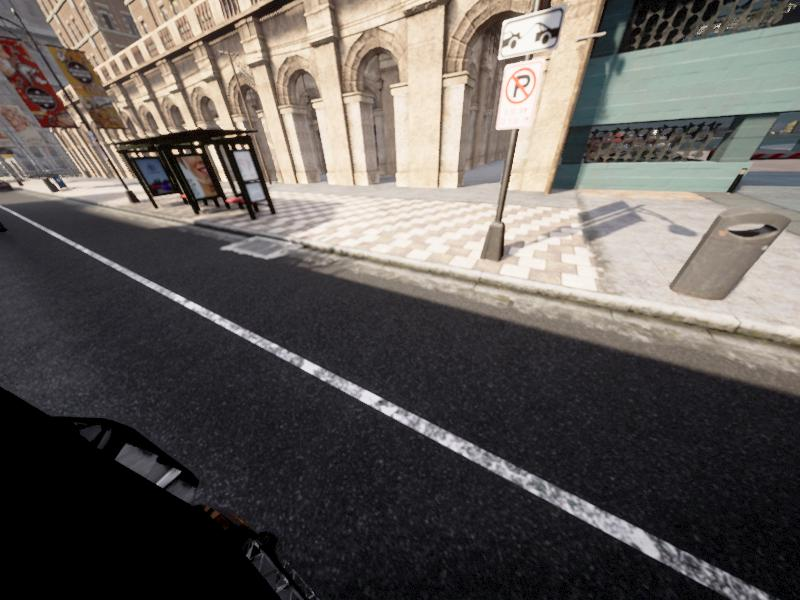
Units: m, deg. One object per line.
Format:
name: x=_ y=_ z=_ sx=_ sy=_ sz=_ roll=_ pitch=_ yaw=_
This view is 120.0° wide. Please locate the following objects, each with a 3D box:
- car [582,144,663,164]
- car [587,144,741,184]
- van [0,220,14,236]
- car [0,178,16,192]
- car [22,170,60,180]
car: x=19.161 y=-12.771 z=20.224 sx=4.718 sy=1.301 sz=1.895 roll=15 pitch=38 yaw=26
car: x=13.100 y=-7.111 z=12.102 sx=4.786 sy=1.482 sz=2.161 roll=15 pitch=38 yaw=26
van: x=-18.795 y=-3.967 z=9.233 sx=5.915 sy=2.561 sz=1.988 roll=16 pitch=38 yaw=26
car: x=-46.954 y=-13.263 z=26.715 sx=4.718 sy=1.301 sz=1.895 roll=15 pitch=38 yaw=26
car: x=-75.139 y=-26.195 z=48.413 sx=1.970 sy=1.475 sz=3.806 roll=15 pitch=38 yaw=25
